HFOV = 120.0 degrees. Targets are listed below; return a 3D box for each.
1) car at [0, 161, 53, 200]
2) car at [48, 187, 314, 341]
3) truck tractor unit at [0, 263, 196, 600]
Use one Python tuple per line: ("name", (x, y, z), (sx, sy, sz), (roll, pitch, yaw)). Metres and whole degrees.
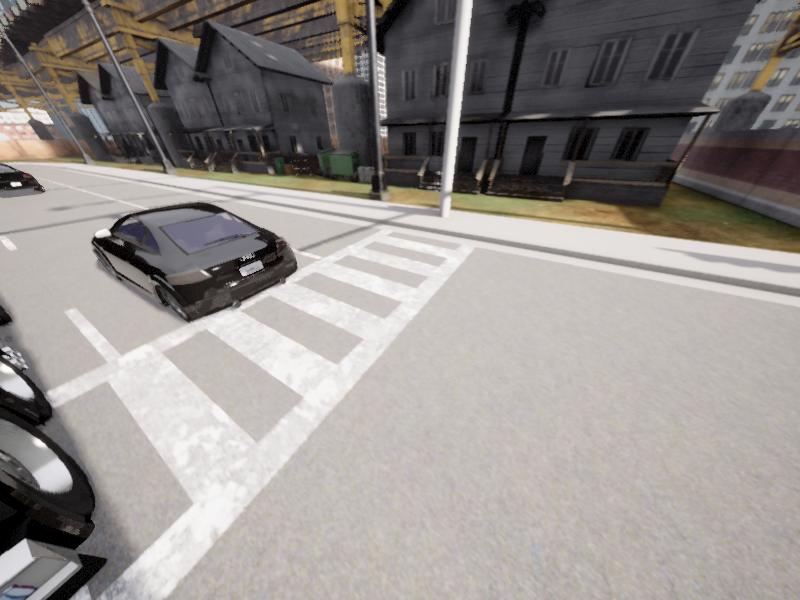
("car", (-21.382, -6.373, 12.143), (4.674, 1.442, 1.812), (12, 36, 17))
("car", (-4.051, -1.083, 4.418), (4.181, 1.385, 1.994), (18, 39, 24))
("truck tractor unit", (-5.110, -0.299, 0.793), (6.516, 4.208, 3.053), (18, 39, 24))
